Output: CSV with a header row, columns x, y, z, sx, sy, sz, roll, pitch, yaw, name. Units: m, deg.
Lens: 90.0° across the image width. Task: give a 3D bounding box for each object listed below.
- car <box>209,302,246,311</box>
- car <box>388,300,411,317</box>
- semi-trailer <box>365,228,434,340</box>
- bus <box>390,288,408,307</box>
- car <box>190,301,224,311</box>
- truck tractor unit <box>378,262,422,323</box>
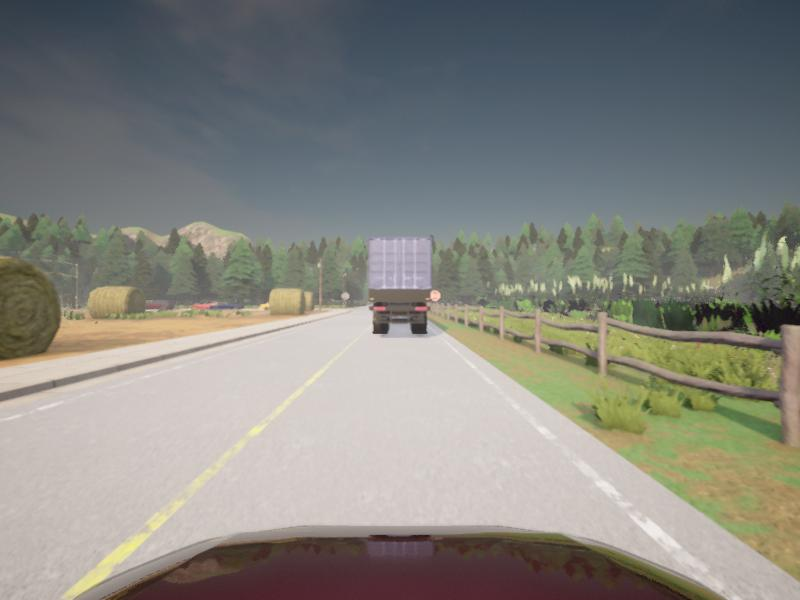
x,y,z,sx,sy,sz,roll,pitch,yaw,name
-25.935,0.993,60.306,4.718,1.301,1.895,0,0,-3,car
-0.014,0.790,39.617,2.152,1.651,5.027,0,0,0,car
-0.004,-0.614,22.889,2.717,4.402,14.254,0,0,0,semi-trailer
-0.365,-0.509,91.892,3.944,4.253,10.273,0,0,-1,bus
-30.662,0.878,63.579,4.514,1.525,2.007,0,0,-3,car
-0.010,-0.490,30.810,3.053,4.208,6.516,0,0,0,truck tractor unit
